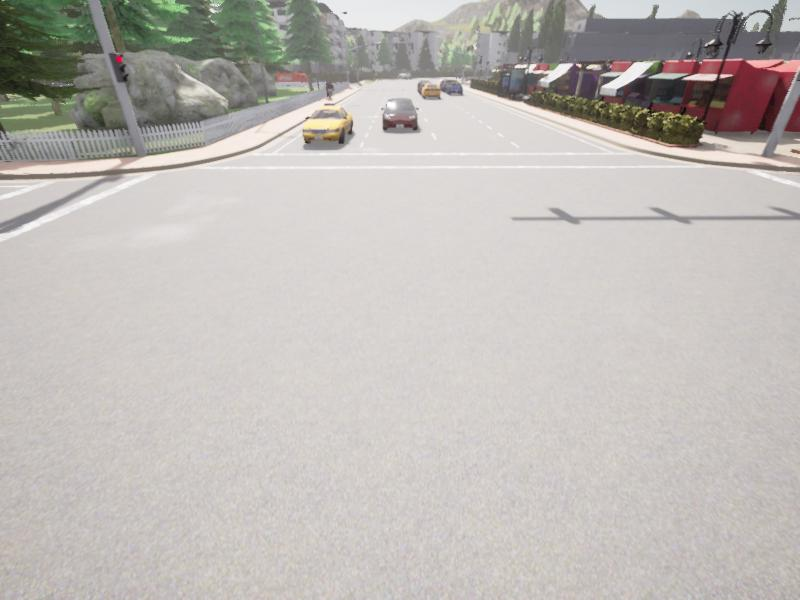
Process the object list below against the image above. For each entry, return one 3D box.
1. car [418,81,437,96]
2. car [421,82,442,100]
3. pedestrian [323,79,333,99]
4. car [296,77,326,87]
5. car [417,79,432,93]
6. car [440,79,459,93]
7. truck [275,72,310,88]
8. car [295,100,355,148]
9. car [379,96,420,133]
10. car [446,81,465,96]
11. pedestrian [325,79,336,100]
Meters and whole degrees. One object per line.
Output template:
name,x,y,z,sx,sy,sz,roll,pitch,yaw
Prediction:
car,3.509,-27.268,51.528,2.163,1.488,4.792,0,30,0
car,3.540,-23.916,45.704,1.882,1.535,5.008,0,30,0
pedestrian,-7.658,-22.395,42.482,0.751,1.860,0.751,1,30,3
car,-16.634,-40.722,74.767,4.902,1.511,2.128,1,30,1
car,3.497,-30.728,57.425,1.882,1.535,5.008,0,30,0
car,6.997,-30.377,56.712,2.033,1.649,4.856,0,30,0
truck,-19.182,-39.403,71.559,5.204,2.467,2.627,1,30,1
car,-3.454,-8.705,19.530,1.801,1.575,5.366,1,30,1
car,0.000,-10.992,23.544,2.163,1.488,4.792,0,30,0
car,6.998,-27.028,51.101,1.816,1.474,4.193,0,30,0
pedestrian,-7.162,-21.633,41.167,0.751,1.860,0.751,5,30,8
